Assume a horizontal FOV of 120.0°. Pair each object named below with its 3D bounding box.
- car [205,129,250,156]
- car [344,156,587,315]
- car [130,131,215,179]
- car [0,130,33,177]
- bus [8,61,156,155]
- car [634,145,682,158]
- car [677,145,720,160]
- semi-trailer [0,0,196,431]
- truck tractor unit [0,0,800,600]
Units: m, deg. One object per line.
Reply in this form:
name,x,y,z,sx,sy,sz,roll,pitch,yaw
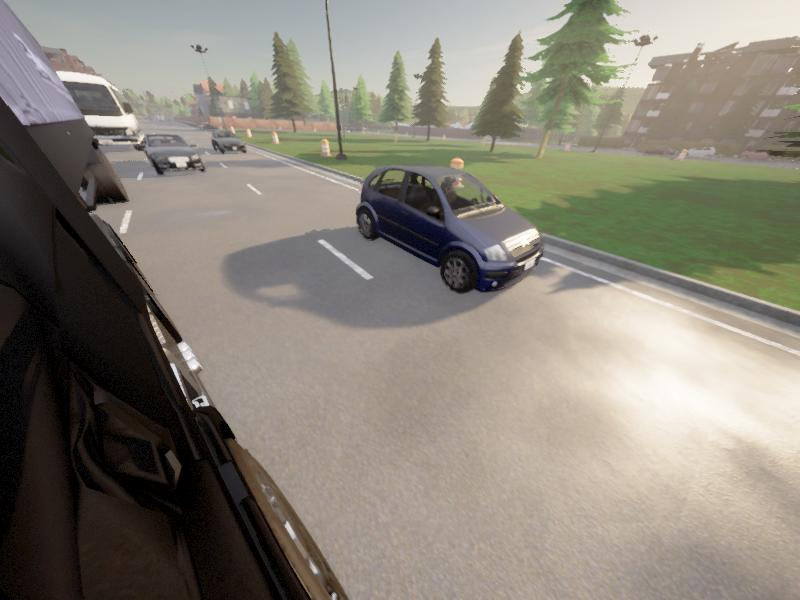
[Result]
car,-13.888,-12.734,18.588,1.816,1.474,4.193,-26,45,-33
car,0.768,-1.710,4.638,1.851,1.617,3.988,-25,45,-32
car,-11.414,-7.355,11.521,2.128,1.511,4.902,-28,47,-35
car,-18.150,-6.122,9.586,1.994,1.385,4.181,-25,45,-32
bus,-22.715,-14.242,17.749,3.944,4.253,10.273,-25,45,-32
car,40.086,-23.223,36.015,1.895,1.301,4.718,-25,45,-31
car,45.456,-22.522,35.211,1.845,1.501,3.633,-25,45,-31
semi-trailer,-8.401,-3.787,4.506,14.254,4.402,2.717,32,46,33
truck tractor unit,-2.645,-0.295,0.351,6.516,4.208,3.053,28,44,30
